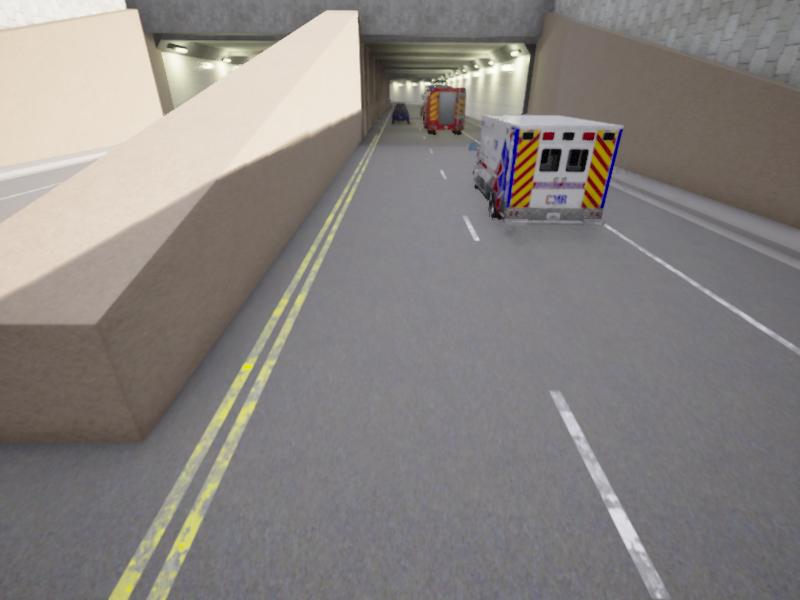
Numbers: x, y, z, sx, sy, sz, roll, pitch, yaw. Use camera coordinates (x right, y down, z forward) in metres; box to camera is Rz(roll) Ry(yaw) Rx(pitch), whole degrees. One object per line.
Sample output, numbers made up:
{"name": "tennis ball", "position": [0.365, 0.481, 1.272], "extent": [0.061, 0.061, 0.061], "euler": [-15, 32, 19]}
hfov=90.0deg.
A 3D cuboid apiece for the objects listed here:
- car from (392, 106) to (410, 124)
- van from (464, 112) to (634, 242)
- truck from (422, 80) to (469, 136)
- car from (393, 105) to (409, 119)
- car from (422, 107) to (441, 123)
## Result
{"name": "car", "position": [0.078, -20.485, 44.239], "extent": [1.882, 1.535, 5.008], "euler": [0, 28, 0]}
{"name": "van", "position": [3.530, -3.885, 11.419], "extent": [2.351, 2.431, 6.366], "euler": [0, 27, 0]}
{"name": "truck", "position": [3.575, -16.362, 33.888], "extent": [2.891, 3.827, 8.468], "euler": [0, 28, 0]}
{"name": "car", "position": [0.094, -24.903, 52.887], "extent": [2.033, 1.411, 5.357], "euler": [0, 28, 0]}
{"name": "car", "position": [3.582, -21.351, 46.054], "extent": [1.812, 1.442, 4.674], "euler": [0, 27, 0]}
